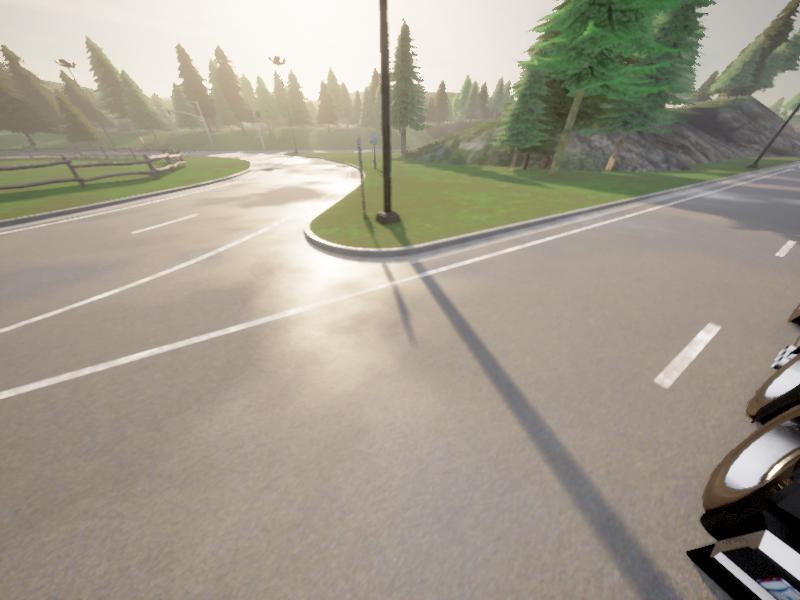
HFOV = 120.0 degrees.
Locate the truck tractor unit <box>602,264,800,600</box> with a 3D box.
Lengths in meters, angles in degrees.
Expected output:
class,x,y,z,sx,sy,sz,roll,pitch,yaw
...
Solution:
class,x,y,z,sx,sy,sz,roll,pitch,yaw
truck tractor unit,5.114,-0.294,0.789,6.516,4.208,3.053,-18,39,-24
